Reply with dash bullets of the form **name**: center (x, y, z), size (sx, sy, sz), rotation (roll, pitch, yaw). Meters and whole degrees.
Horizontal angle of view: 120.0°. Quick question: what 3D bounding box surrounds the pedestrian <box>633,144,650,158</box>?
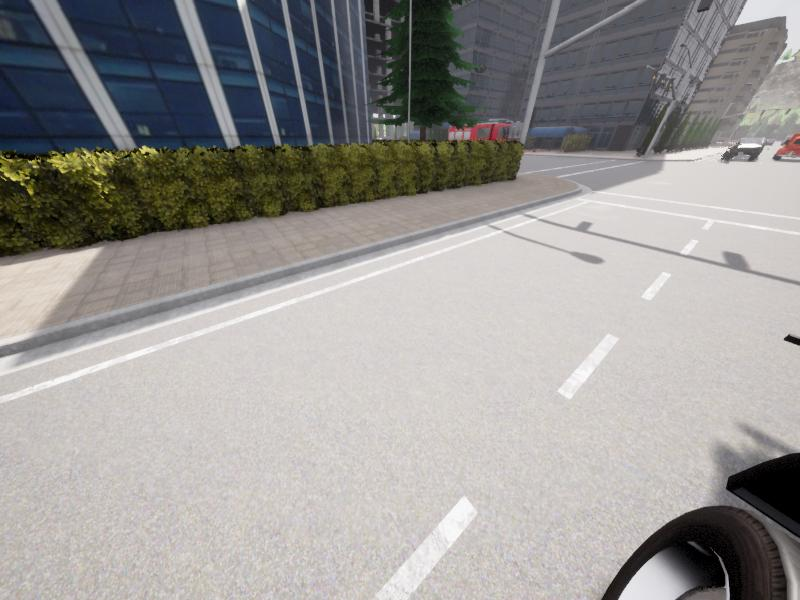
- **pedestrian**: center (28.364, -17.548, 27.182), size (0.751, 1.300, 0.751), rotation (-22, 41, -28)

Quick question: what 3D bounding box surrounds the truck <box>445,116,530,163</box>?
- **truck**: center (9.457, -18.277, 26.464), size (2.891, 3.827, 8.468), rotation (-24, 41, -29)

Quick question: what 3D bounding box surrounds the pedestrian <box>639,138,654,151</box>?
- **pedestrian**: center (40.970, -25.862, 38.375), size (0.751, 1.860, 0.751), rotation (-16, 38, -21)

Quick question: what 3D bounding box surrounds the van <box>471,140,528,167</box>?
- **van**: center (9.428, -14.207, 22.284), size (1.775, 1.987, 4.442), rotation (-24, 41, -29)

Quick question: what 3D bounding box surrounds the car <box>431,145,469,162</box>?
- **car**: center (5.640, -16.883, 26.551), size (1.970, 1.475, 3.806), rotation (-23, 41, -29)

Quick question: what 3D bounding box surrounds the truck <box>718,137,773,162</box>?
- **truck**: center (38.898, -17.022, 25.975), size (6.274, 2.098, 2.390), rotation (-23, 41, -29)

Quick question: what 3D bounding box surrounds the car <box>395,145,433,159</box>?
- **car**: center (1.753, -19.805, 30.797), size (2.033, 1.411, 5.357), rotation (-24, 41, -29)

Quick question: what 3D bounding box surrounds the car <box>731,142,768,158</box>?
- **car**: center (45.236, -19.484, 29.875), size (5.366, 1.575, 1.801), rotation (-23, 41, -29)

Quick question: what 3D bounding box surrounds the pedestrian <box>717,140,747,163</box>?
- **pedestrian**: center (32.599, -14.568, 22.702), size (0.751, 1.860, 0.751), rotation (-17, 39, -22)

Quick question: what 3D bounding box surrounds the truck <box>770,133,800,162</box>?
- **truck**: center (43.350, -16.565, 24.974), size (5.204, 2.467, 2.627), rotation (-23, 41, -29)

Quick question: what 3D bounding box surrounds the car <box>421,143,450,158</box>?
- **car**: center (4.912, -20.807, 32.078), size (1.845, 1.501, 3.633), rotation (-24, 41, -29)

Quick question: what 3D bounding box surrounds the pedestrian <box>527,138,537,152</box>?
- **pedestrian**: center (21.530, -25.281, 37.717), size (0.751, 1.860, 0.751), rotation (-21, 40, -26)
